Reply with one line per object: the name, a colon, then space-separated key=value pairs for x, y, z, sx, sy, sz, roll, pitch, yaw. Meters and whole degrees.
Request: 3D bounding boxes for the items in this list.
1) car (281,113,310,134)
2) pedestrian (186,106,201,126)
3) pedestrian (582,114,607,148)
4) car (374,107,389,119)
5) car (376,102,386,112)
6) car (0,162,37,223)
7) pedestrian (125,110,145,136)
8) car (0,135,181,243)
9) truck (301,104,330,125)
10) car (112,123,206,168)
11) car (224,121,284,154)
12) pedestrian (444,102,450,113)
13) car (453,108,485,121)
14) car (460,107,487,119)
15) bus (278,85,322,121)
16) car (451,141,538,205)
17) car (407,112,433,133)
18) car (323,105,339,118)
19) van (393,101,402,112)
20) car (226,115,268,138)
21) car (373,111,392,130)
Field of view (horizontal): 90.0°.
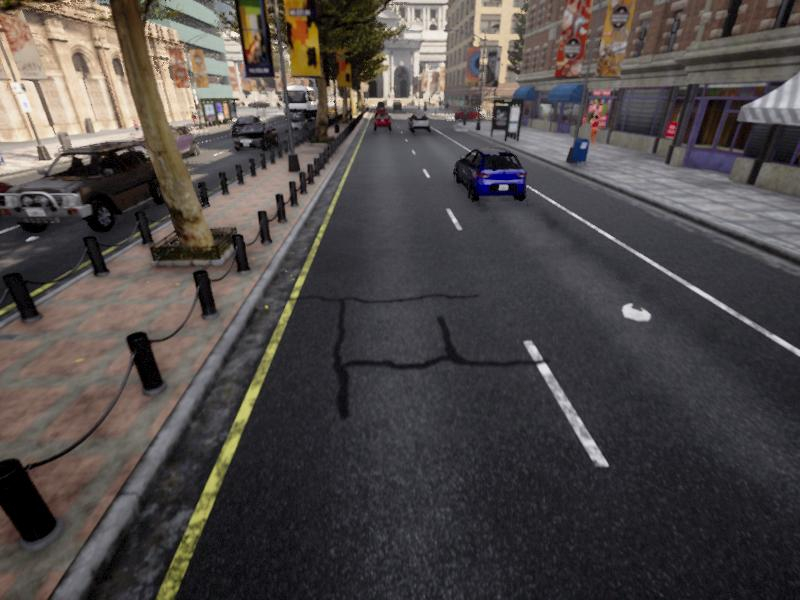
car: x=-9.607 y=-16.374 z=37.040 sx=1.845 sy=1.501 sz=3.633 roll=-1 pitch=27 yaw=-2
pedestrian: x=-21.988 y=-19.608 z=42.632 sx=0.751 sy=1.860 sz=0.751 roll=2 pitch=27 yaw=4
pedestrian: x=11.819 y=-10.291 z=24.367 sx=0.751 sy=1.860 sz=0.751 roll=-3 pitch=27 yaw=-6
car: x=-2.728 y=-27.704 z=59.206 sx=2.007 sy=1.525 sz=4.514 roll=-1 pitch=27 yaw=-2
car: x=-4.025 y=-40.955 z=84.744 sx=1.905 sy=1.878 sz=3.866 roll=-1 pitch=27 yaw=-2
car: x=-11.724 y=-2.319 z=9.723 sx=1.994 sy=1.385 sz=4.181 roll=-1 pitch=27 yaw=-2
pedestrian: x=-21.151 y=-14.144 z=31.942 sx=0.751 sy=1.860 sz=0.751 roll=-8 pitch=28 yaw=-15
car: x=-8.283 y=-3.254 z=10.973 sx=1.932 sy=1.855 sz=4.605 roll=-1 pitch=29 yaw=-1
truck: x=-10.216 y=-22.728 z=48.852 sx=2.390 sy=2.098 sz=6.274 roll=-1 pitch=27 yaw=-2
car: x=-12.292 y=-8.179 z=20.904 sx=2.033 sy=1.649 sz=4.856 roll=-1 pitch=27 yaw=-2
car: x=-9.010 y=-10.334 z=25.245 sx=2.128 sy=1.511 sz=4.902 roll=-1 pitch=27 yaw=-2
pedestrian: x=8.580 y=-34.907 z=72.533 sx=0.751 sy=1.860 sz=0.751 roll=-9 pitch=29 yaw=-18
car: x=9.236 y=-24.787 z=53.449 sx=3.705 sy=1.549 sz=1.789 roll=-12 pitch=29 yaw=-23
car: x=10.523 y=-26.904 z=57.625 sx=3.633 sy=1.501 sz=1.845 roll=2 pitch=27 yaw=3
bus: x=-14.048 y=-28.283 z=57.356 sx=3.944 sy=4.253 sz=10.273 roll=-1 pitch=27 yaw=-3
car: x=3.071 y=-4.570 z=13.994 sx=1.816 sy=1.474 sz=4.193 roll=-1 pitch=27 yaw=-2
car: x=1.833 y=-17.064 z=38.385 sx=2.007 sy=1.525 sz=4.514 roll=-1 pitch=27 yaw=-2
car: x=-10.991 y=-30.302 z=64.239 sx=1.801 sy=1.575 sz=5.366 roll=-1 pitch=27 yaw=-2
van: x=-0.571 y=-41.021 z=84.755 sx=1.775 sy=1.987 sz=4.442 roll=-1 pitch=27 yaw=-2
car: x=-12.966 y=-14.888 z=34.183 sx=1.837 sy=1.490 sz=4.892 roll=-1 pitch=27 yaw=-2
car: x=-1.792 y=-18.302 z=40.778 sx=1.789 sy=1.549 sz=3.705 roll=-1 pitch=27 yaw=-2
